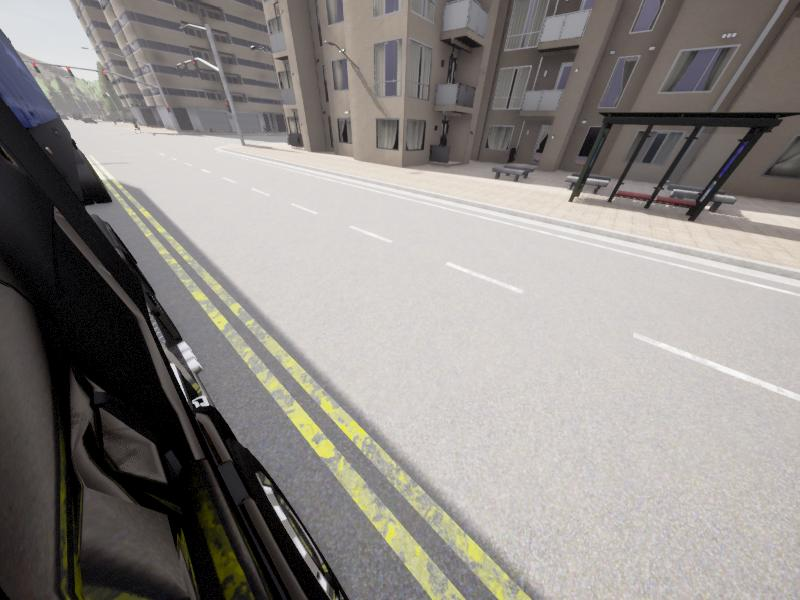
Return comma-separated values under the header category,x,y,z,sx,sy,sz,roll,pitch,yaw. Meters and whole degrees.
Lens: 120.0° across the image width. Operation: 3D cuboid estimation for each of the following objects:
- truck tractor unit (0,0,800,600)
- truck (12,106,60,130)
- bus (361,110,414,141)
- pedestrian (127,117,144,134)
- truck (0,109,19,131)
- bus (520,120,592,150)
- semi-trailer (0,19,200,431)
category,x,y,z,sx,sy,sz,roll,pitch,yaw
truck tractor unit,-2.645,-0.295,0.352,6.516,4.208,3.053,28,44,30
truck,-51.177,-25.646,32.602,5.204,2.467,2.627,28,44,30
bus,-2.118,-33.019,44.070,3.944,4.253,10.273,28,43,30
pedestrian,-37.714,-24.946,32.988,0.751,1.860,0.751,27,43,29
truck,-51.206,-22.752,29.045,6.274,2.098,2.390,29,44,30
bus,29.923,-32.269,45.003,10.273,4.253,3.944,30,44,31
semi-trailer,-8.588,-3.680,4.329,14.254,4.402,2.717,29,44,31
